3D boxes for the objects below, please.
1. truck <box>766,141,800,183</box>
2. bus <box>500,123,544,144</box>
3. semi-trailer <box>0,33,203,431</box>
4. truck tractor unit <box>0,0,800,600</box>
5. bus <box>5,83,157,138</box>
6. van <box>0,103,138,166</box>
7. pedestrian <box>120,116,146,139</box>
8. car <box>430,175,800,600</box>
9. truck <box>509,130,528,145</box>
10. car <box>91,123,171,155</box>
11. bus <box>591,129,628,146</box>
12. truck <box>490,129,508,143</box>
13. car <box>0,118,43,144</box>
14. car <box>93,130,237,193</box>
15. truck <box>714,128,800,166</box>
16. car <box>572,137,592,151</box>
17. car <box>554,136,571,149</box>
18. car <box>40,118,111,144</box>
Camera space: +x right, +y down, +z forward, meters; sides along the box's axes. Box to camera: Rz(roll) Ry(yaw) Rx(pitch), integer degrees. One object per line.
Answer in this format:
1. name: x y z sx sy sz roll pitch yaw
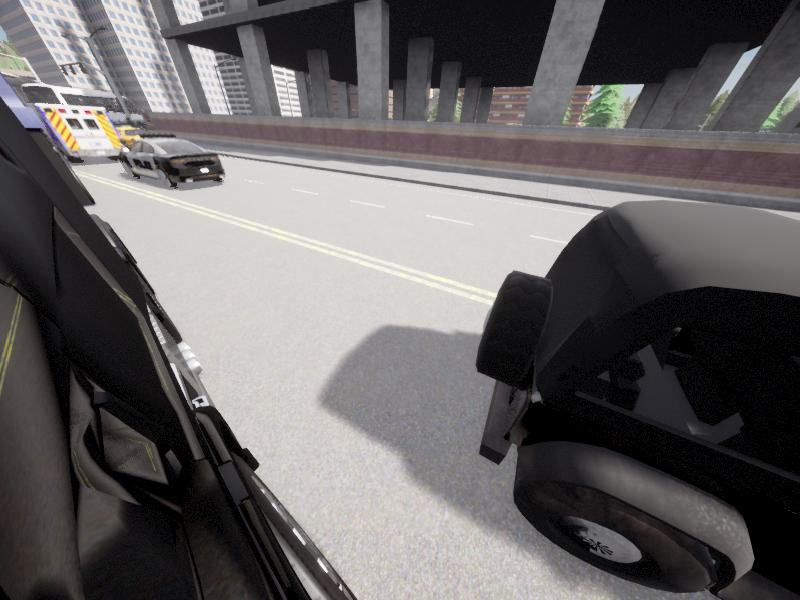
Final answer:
1. truck: 30.284 -9.472 16.077 2.627 2.467 5.204 20 40 21
2. bus: 35.122 -48.133 66.730 10.273 4.253 3.944 20 40 22
3. semi-trailer: -8.774 -3.551 4.154 14.254 4.402 2.717 27 43 29
4. truck tractor unit: -2.645 -0.295 0.351 6.516 4.208 3.053 28 44 30
5. bus: -35.855 -21.999 27.292 3.944 4.253 10.273 -3 37 -5
6. van: -18.426 -9.315 12.924 6.366 2.431 2.351 20 40 21
7. pedestrian: -27.516 -17.760 23.836 0.751 1.860 0.751 2 37 -1
8. car: 2.425 0.734 1.235 3.866 1.878 1.905 20 40 21
9. truck: 27.287 -37.433 53.144 2.615 2.467 5.204 20 40 21
10. car: -19.641 -11.789 16.869 5.366 1.575 1.801 20 40 21
11. bus: 69.096 -54.063 76.716 3.944 4.253 10.273 9 37 8
12. truck: 23.510 -38.788 54.720 2.615 2.467 5.204 20 40 21
13. car: -32.583 -13.995 19.063 4.902 1.511 2.128 20 40 21
14. car: -9.589 -5.841 9.488 5.238 1.638 1.930 20 40 21
15. truck: 48.827 -21.141 31.734 2.891 3.827 8.468 20 40 21
16. car: 31.950 -27.598 40.706 1.905 1.878 3.866 20 40 21
17. car: 29.373 -28.522 41.782 1.905 1.878 3.866 20 40 21
18. car: -29.049 -15.183 20.743 4.611 1.667 2.242 20 40 21
